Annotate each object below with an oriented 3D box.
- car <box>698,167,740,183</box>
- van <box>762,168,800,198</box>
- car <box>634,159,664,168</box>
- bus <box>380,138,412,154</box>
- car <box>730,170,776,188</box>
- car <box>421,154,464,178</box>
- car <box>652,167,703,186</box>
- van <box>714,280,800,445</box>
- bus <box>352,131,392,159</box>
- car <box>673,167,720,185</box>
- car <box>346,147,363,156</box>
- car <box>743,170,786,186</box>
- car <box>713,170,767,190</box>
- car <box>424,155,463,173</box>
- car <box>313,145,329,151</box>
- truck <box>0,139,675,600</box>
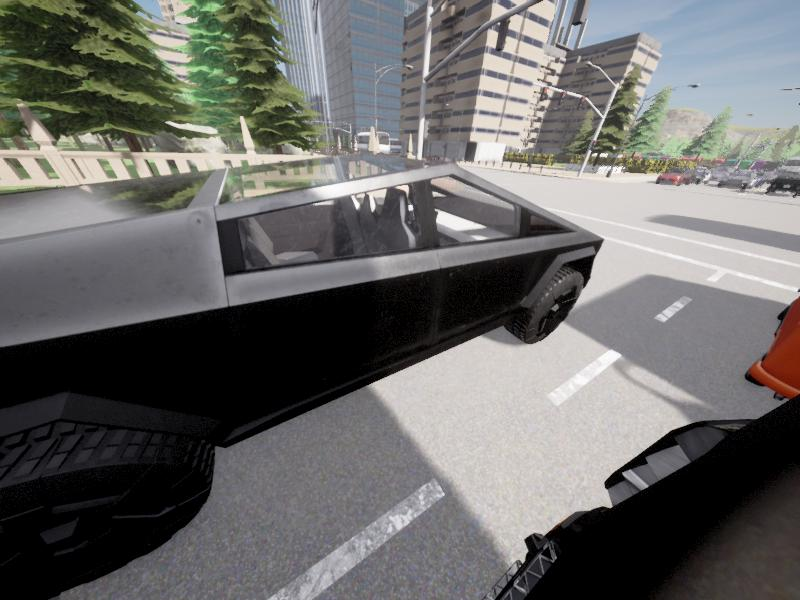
[{"bbox_3d":[43.600,-17.178,31.570,4.856,1.649,2.033,-16,38,-26],"label":"car"},{"bbox_3d":[34.555,-10.325,20.262,4.442,1.987,1.775,-15,38,-25],"label":"van"},{"bbox_3d":[74.992,-41.245,69.751,2.150,2.045,5.566,-16,38,-26],"label":"car"},{"bbox_3d":[-1.493,-53.531,80.372,10.273,4.253,3.944,-16,38,-26],"label":"bus"},{"bbox_3d":[41.712,-14.359,27.282,4.514,1.525,2.007,-16,38,-26],"label":"car"},{"bbox_3d":[3.991,-13.009,22.344,1.851,1.617,3.988,-14,37,-24],"label":"car"},{"bbox_3d":[29.416,-13.128,24.506,4.514,1.525,2.007,-15,37,-25],"label":"car"},{"bbox_3d":[5.895,0.156,2.346,4.442,1.987,1.775,-16,38,-26],"label":"van"},{"bbox_3d":[-5.883,-31.689,47.303,3.944,4.253,10.273,-16,38,-26],"label":"bus"},{"bbox_3d":[34.842,-14.638,27.181,4.974,1.542,2.038,-16,38,-26],"label":"car"},{"bbox_3d":[-10.947,-35.671,55.388,2.128,1.511,4.902,-16,38,-26],"label":"car"},{"bbox_3d":[48.312,-16.236,30.615,4.902,1.511,2.128,-16,38,-26],"label":"car"},{"bbox_3d":[35.670,-12.637,24.234,4.974,1.542,2.038,-16,38,-26],"label":"car"},{"bbox_3d":[4.910,-15.970,27.013,1.812,1.442,4.674,-16,38,-26],"label":"car"},{"bbox_3d":[-25.052,-48.230,73.386,4.718,1.301,1.895,17,36,22],"label":"car"},{"bbox_3d":[-0.487,-0.311,2.468,6.274,2.098,2.390,-16,38,-26],"label":"truck"}]
